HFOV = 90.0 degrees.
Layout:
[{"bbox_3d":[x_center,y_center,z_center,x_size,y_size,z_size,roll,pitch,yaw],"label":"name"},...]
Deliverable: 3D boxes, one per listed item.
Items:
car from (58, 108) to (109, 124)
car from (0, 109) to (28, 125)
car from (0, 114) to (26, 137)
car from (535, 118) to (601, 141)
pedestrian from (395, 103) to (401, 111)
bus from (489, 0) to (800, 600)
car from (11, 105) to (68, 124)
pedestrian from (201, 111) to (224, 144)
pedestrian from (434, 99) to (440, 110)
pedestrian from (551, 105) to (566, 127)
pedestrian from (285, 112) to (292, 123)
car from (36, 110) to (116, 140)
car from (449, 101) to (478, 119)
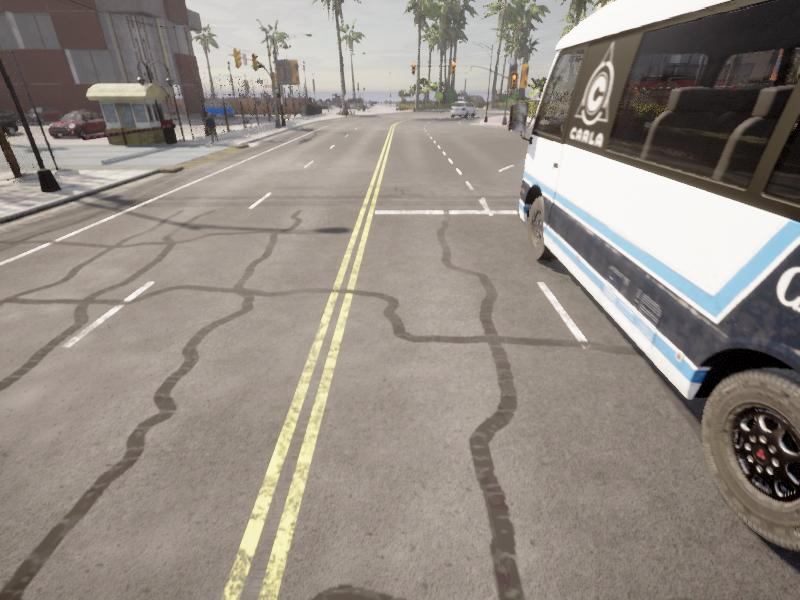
[{"bbox_3d":[-35.954,-20.995,45.638,2.002,1.452,4.674,0,27,0],"label":"car"},{"bbox_3d":[-45.959,-20.940,45.740,2.161,1.482,4.786,0,27,0],"label":"car"},{"bbox_3d":[-32.160,-13.342,30.689,2.097,1.535,5.008,0,27,0],"label":"car"},{"bbox_3d":[12.218,-12.596,29.478,4.181,1.385,1.994,8,28,15],"label":"car"},{"bbox_3d":[-0.407,-35.520,73.682,0.751,1.300,0.751,23,35,37],"label":"pedestrian"},{"bbox_3d":[4.059,-1.161,4.185,3.944,4.253,10.273,0,27,1],"label":"bus"},{"bbox_3d":[-40.899,-21.151,45.597,2.185,1.767,4.553,0,27,0],"label":"car"},{"bbox_3d":[-12.000,-11.024,25.599,0.751,1.860,0.751,-1,27,-2],"label":"pedestrian"},{"bbox_3d":[7.303,-38.800,79.405,0.751,1.860,0.751,-18,32,-31],"label":"pedestrian"},{"bbox_3d":[14.934,-17.295,37.662,0.751,1.860,0.751,-9,29,-16],"label":"pedestrian"},{"bbox_3d":[-12.110,-19.802,43.456,0.500,1.100,0.500,3,27,5],"label":"pedestrian"},{"bbox_3d":[-24.561,-13.475,30.646,2.185,1.767,4.553,0,27,0],"label":"car"},{"bbox_3d":[8.893,-26.507,55.736,2.150,2.045,5.566,13,30,24],"label":"car"}]
